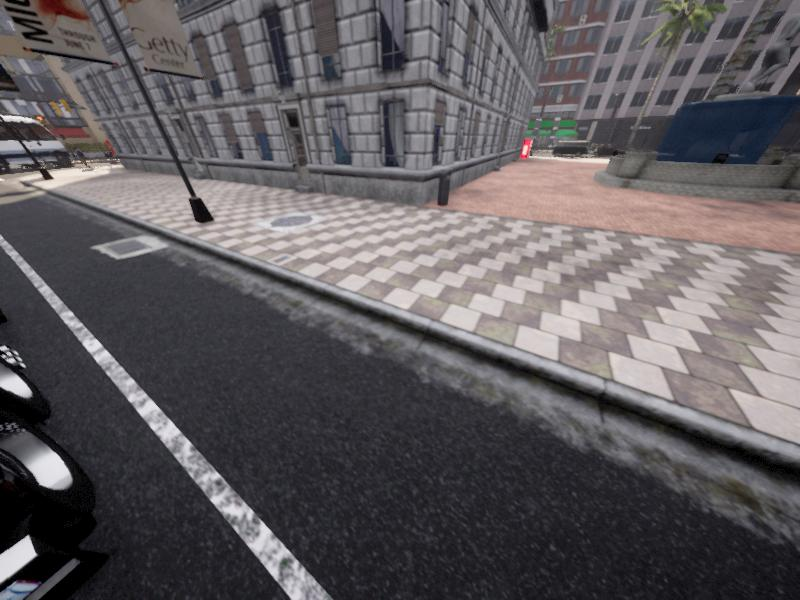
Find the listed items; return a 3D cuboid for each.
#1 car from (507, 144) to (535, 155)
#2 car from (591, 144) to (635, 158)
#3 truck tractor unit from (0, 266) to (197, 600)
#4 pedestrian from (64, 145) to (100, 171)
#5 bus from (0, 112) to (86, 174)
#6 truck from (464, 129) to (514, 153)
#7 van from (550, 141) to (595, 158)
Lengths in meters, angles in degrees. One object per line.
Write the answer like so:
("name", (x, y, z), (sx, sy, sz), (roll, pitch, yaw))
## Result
("car", (20.927, -26.107, 40.021), (3.806, 1.475, 1.970), (22, 41, 29))
("car", (29.985, -21.111, 32.658), (1.851, 1.617, 3.988), (-24, 41, -30))
("truck tractor unit", (-5.113, -0.300, 0.771), (6.516, 4.208, 3.053), (18, 39, 24))
("pedestrian", (-27.060, -12.112, 19.678), (0.751, 1.860, 0.751), (5, 35, 7))
("bus", (-35.877, -13.597, 20.110), (3.944, 4.253, 10.273), (-10, 36, -10))
("truck", (18.197, -32.879, 47.716), (8.468, 3.827, 2.891), (18, 39, 25))
("van", (24.717, -21.706, 33.225), (1.775, 1.987, 4.442), (-29, 44, -35))
